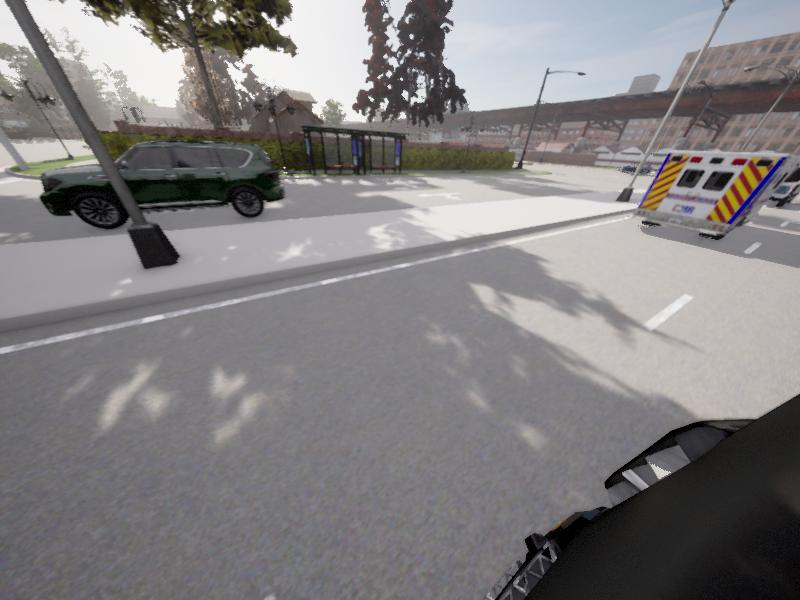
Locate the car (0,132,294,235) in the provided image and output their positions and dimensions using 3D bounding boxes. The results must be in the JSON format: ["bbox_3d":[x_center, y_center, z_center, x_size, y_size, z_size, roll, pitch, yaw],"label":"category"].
[{"bbox_3d":[-6.619,-3.680,7.076,5.566,2.045,2.150,-16,38,-26],"label":"car"}]

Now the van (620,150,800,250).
[{"bbox_3d":[11.579,-3.897,8.472,6.366,2.431,2.351,-16,38,-26],"label":"van"}]

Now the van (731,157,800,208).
[{"bbox_3d":[25.298,-7.863,15.366,5.915,2.561,1.988,-16,38,-26],"label":"van"}]

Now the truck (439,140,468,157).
[{"bbox_3d":[15.747,-45.453,69.084,2.891,3.827,8.468,-16,39,-26],"label":"truck"}]

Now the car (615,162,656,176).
[{"bbox_3d":[35.859,-20.001,35.230,1.789,1.549,3.705,-16,38,-26],"label":"car"}]

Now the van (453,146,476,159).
[{"bbox_3d":[17.058,-39.527,61.749,1.988,2.561,5.915,-16,39,-26],"label":"van"}]

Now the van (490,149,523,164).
[{"bbox_3d":[23.886,-32.459,52.104,2.351,2.431,6.366,-16,38,-26],"label":"van"}]

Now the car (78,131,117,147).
[{"bbox_3d":[-46.514,-24.759,35.643,1.932,1.855,4.605,-16,38,-26],"label":"car"}]

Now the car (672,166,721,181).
[{"bbox_3d":[41.770,-17.953,32.648,1.845,1.501,3.633,-16,38,-26],"label":"car"}]
